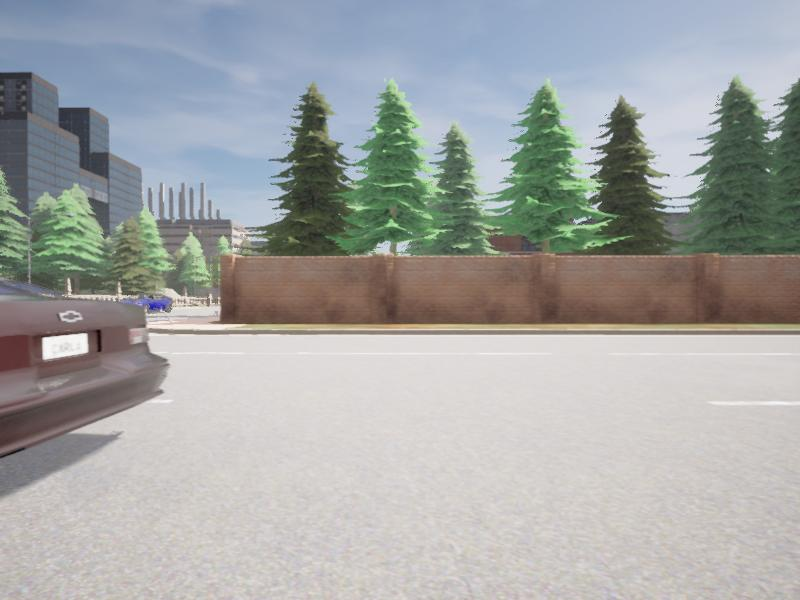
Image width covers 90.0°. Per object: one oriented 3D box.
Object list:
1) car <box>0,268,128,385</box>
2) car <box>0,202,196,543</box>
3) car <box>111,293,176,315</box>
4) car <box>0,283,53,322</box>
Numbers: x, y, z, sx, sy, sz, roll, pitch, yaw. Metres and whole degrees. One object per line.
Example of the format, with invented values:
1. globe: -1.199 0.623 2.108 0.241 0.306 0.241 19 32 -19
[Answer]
1. car: -6.688 0.317 5.772 4.181 1.385 1.994 0 0 1
2. car: -4.320 0.301 2.223 5.357 1.411 2.033 0 0 1
3. car: -19.161 0.255 30.165 2.007 1.525 4.514 0 0 1
4. car: -19.317 0.121 18.750 2.097 1.767 4.553 0 0 0
